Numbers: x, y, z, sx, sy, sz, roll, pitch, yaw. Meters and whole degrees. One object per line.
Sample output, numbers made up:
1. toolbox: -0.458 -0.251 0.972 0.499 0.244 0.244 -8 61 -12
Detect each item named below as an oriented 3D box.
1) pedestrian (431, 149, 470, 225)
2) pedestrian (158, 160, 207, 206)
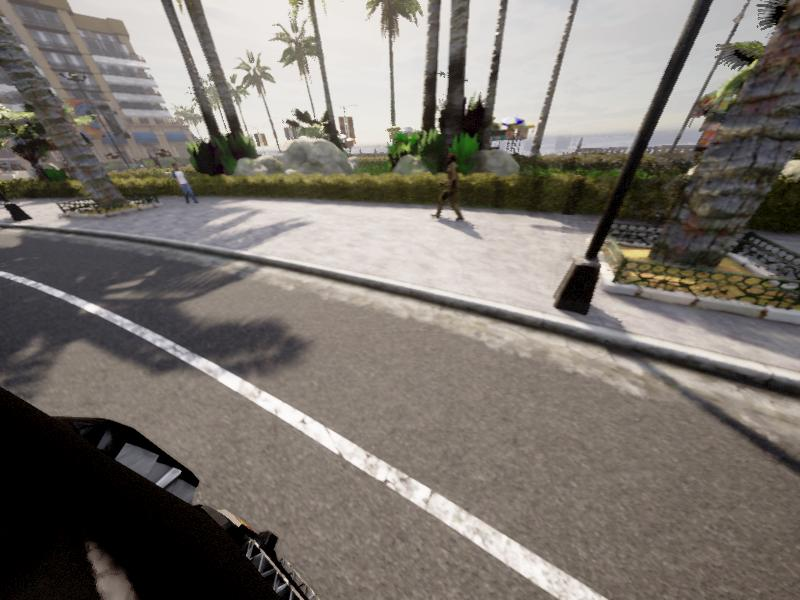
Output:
1. pedestrian: 1.426 -3.249 6.700 0.751 1.860 0.751 15 38 24
2. pedestrian: -10.298 -5.557 11.012 0.751 1.860 0.751 11 36 20
